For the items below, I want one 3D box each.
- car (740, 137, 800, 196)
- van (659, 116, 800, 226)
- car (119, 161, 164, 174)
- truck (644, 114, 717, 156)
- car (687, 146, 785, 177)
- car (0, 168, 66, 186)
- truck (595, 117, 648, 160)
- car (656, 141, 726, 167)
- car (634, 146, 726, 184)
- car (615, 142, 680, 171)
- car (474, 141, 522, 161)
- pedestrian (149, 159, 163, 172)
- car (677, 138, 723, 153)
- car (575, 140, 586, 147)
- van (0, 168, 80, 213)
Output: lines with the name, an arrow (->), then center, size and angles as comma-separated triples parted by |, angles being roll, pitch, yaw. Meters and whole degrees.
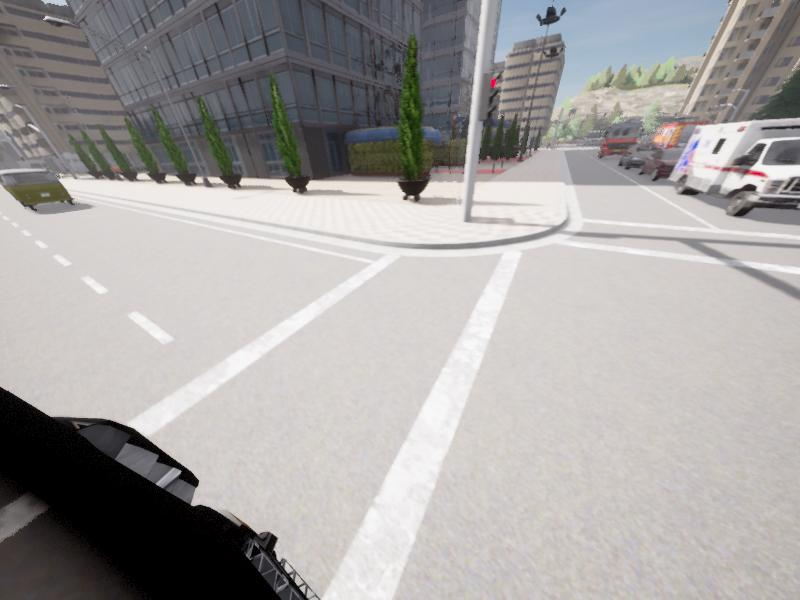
car -> 17.215, -5.596, 9.486 | 1.905, 1.878, 3.866 | 16, 38, 25
van -> 12.114, -4.610, 7.872 | 2.351, 2.431, 6.366 | 16, 38, 25
car -> -49.235, -25.403, 44.173 | 1.930, 1.638, 5.238 | 16, 38, 26
truck -> 36.093, -21.472, 30.360 | 2.891, 3.827, 8.468 | 16, 38, 26
car -> 20.638, -8.786, 14.533 | 1.994, 1.385, 4.181 | 17, 38, 27
car -> -49.044, -16.555, 30.942 | 2.007, 1.525, 4.514 | -4, 34, -1
truck -> 26.996, -19.941, 28.688 | 2.891, 3.827, 8.468 | 18, 39, 28
car -> 24.075, -12.369, 19.449 | 1.930, 1.638, 5.238 | 16, 38, 25
car -> 15.865, -7.990, 13.514 | 1.882, 1.535, 5.008 | 16, 38, 26
car -> 19.119, -11.313, 18.178 | 2.242, 1.667, 4.611 | 16, 38, 26
car -> 13.783, -20.923, 32.412 | 6.274, 2.098, 2.390 | -19, 37, -23
pedestrian -> -40.274, -22.199, 38.188 | 0.751, 1.860, 0.751 | 23, 41, 33
car -> 40.405, -20.887, 31.271 | 2.128, 1.511, 4.902 | 16, 38, 25
car -> 57.430, -49.763, 73.519 | 2.033, 1.649, 4.856 | 16, 38, 26
van -> -21.508, -6.563, 13.583 | 4.442, 1.987, 1.775 | 16, 38, 26
